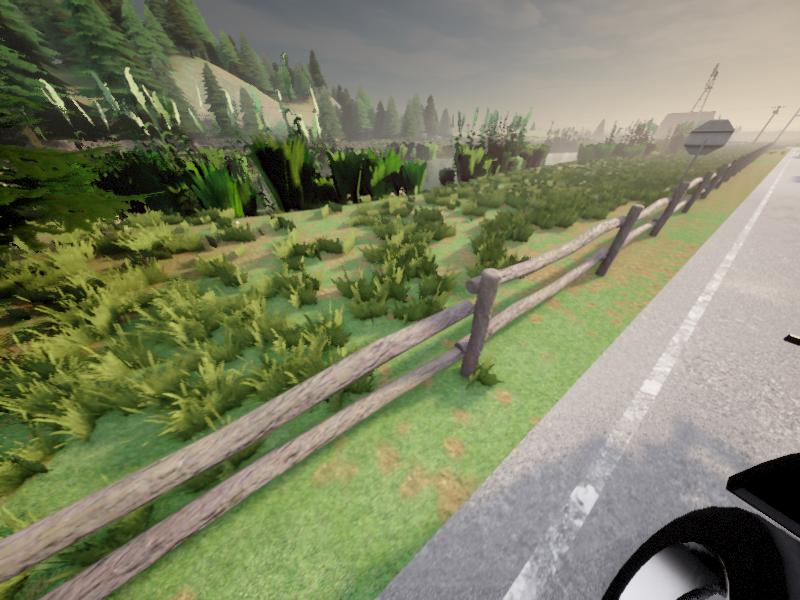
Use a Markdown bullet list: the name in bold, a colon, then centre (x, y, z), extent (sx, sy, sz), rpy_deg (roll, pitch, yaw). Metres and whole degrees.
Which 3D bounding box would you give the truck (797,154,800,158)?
- **truck**: centre (49.922, -18.046, 26.977), extent (5.204, 2.467, 2.627), rpy_deg (-22, 41, -28)

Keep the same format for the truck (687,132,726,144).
- **truck**: centre (80.338, -42.458, 60.600), extent (2.627, 2.467, 5.204), rpy_deg (-19, 41, -25)
